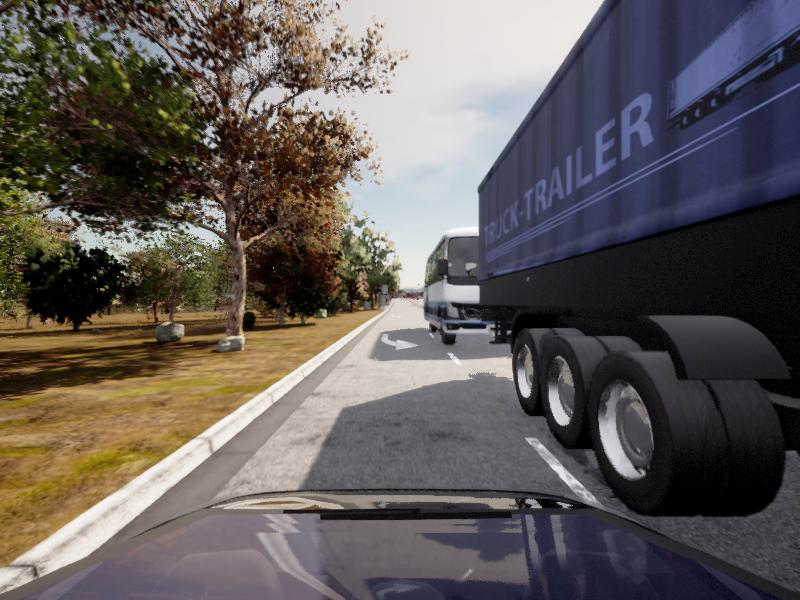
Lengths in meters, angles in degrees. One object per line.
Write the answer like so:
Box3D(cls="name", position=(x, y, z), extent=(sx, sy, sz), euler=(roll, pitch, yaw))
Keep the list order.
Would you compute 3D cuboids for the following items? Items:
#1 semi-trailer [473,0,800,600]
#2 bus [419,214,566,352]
Box3D(cls="semi-trailer", position=(2.988, -0.616, 1.735), extent=(2.717, 4.402, 14.254), euler=(0, 0, 0))
Box3D(cls="bus", position=(3.086, -0.515, 17.430), extent=(3.944, 4.253, 10.273), euler=(0, 0, -1))
